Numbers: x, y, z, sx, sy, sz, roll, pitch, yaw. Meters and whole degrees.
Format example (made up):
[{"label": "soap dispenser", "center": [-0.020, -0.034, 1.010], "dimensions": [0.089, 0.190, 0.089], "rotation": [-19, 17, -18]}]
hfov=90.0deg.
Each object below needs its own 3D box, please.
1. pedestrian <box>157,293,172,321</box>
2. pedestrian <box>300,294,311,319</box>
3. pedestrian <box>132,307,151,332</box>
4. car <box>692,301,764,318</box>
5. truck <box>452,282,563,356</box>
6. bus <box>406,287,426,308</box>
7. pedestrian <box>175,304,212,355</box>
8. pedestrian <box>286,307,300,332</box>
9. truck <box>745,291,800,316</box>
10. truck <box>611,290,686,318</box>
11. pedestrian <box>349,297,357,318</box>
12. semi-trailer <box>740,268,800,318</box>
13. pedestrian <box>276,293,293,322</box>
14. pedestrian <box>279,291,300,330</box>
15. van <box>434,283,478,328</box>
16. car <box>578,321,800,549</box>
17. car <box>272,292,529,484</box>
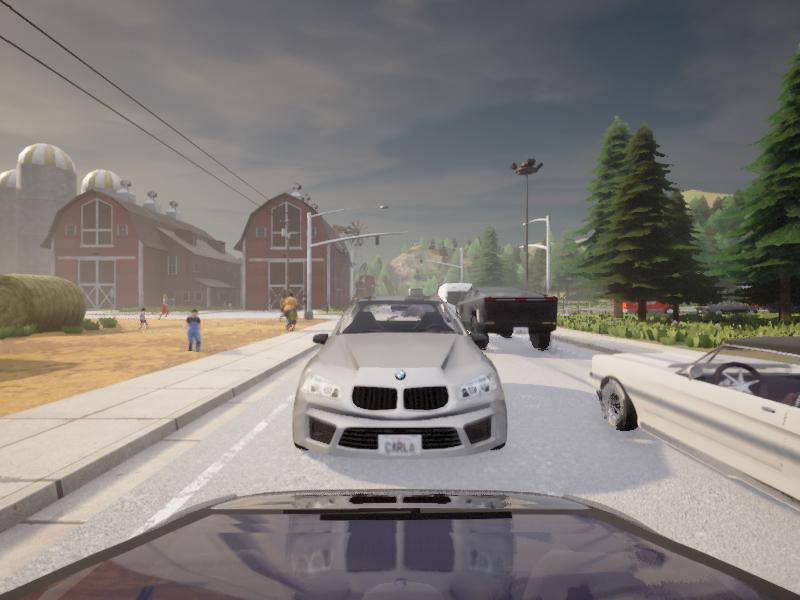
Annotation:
[{"label": "pedestrian", "center": [-16.461, 0.483, 27.981], "dimensions": [0.751, 1.860, 0.751], "rotation": [0, 0, -21]}, {"label": "pedestrian", "center": [-7.283, 0.486, 30.732], "dimensions": [0.751, 1.860, 0.751], "rotation": [0, 0, -20]}, {"label": "pedestrian", "center": [-11.381, 0.853, 17.633], "dimensions": [0.500, 1.100, 0.500], "rotation": [0, 0, 20]}, {"label": "car", "center": [30.111, 0.847, 36.879], "dimensions": [4.902, 1.511, 2.128], "rotation": [0, 0, 0]}, {"label": "truck", "center": [3.484, 0.553, 14.609], "dimensions": [2.390, 2.098, 6.274], "rotation": [0, 0, 0]}, {"label": "bus", "center": [3.322, -0.467, 87.181], "dimensions": [3.944, 4.253, 10.273], "rotation": [0, 0, 0]}, {"label": "pedestrian", "center": [-5.619, 0.762, 10.871], "dimensions": [0.751, 1.300, 0.751], "rotation": [0, 0, -39]}, {"label": "pedestrian", "center": [-4.872, 0.879, 18.229], "dimensions": [0.500, 1.100, 0.500], "rotation": [0, 0, 5]}, {"label": "truck", "center": [38.588, 0.361, 40.377], "dimensions": [5.204, 2.467, 2.627], "rotation": [0, 0, 0]}, {"label": "truck", "center": [22.660, 0.355, 36.680], "dimensions": [5.204, 2.467, 2.627], "rotation": [0, 0, -1]}, {"label": "pedestrian", "center": [-4.269, 0.642, 36.267], "dimensions": [0.751, 1.860, 0.751], "rotation": [0, 0, -8]}, {"label": "semi-trailer", "center": [39.550, -0.617, 36.831], "dimensions": [14.254, 4.402, 2.717], "rotation": [0, 0, 0]}, {"label": "pedestrian", "center": [-7.494, 0.482, 25.983], "dimensions": [0.751, 1.860, 0.751], "rotation": [0, 0, 32]}, {"label": "pedestrian", "center": [-5.264, 0.491, 19.041], "dimensions": [0.751, 1.860, 0.751], "rotation": [0, 0, 3]}, {"label": "van", "center": [3.486, 0.341, 25.969], "dimensions": [1.988, 2.561, 5.915], "rotation": [0, 0, 0]}, {"label": "car", "center": [3.506, 0.947, 3.357], "dimensions": [1.895, 1.301, 4.718], "rotation": [0, 0, 0]}, {"label": "car", "center": [-0.008, 0.759, 5.794], "dimensions": [2.242, 1.667, 4.611], "rotation": [0, 0, 0]}]
